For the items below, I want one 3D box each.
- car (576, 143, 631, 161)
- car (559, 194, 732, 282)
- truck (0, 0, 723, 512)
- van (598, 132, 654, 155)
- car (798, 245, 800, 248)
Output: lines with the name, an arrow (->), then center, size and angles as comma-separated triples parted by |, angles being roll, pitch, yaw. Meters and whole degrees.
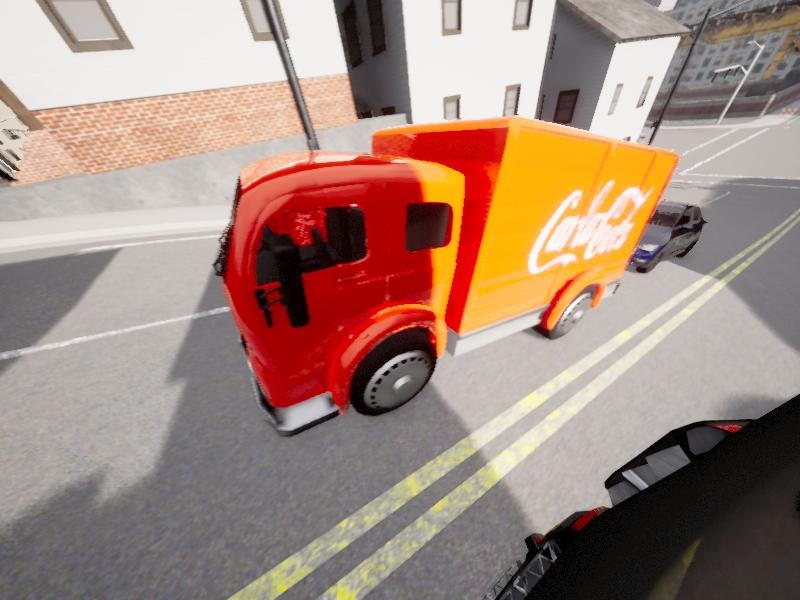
car -> 25.377, -18.684, 29.073 | 1.812, 1.442, 4.674 | -27, 42, -19
car -> 6.820, -1.965, 6.455 | 4.193, 1.474, 1.816 | -15, 37, -26
truck -> 0.776, -0.755, 3.106 | 5.204, 2.467, 2.627 | -15, 37, -27
van -> 28.724, -20.089, 29.585 | 1.775, 1.987, 4.442 | -26, 42, -18
car -> 17.619, -2.599, 8.676 | 4.181, 1.385, 1.994 | -16, 38, -25
